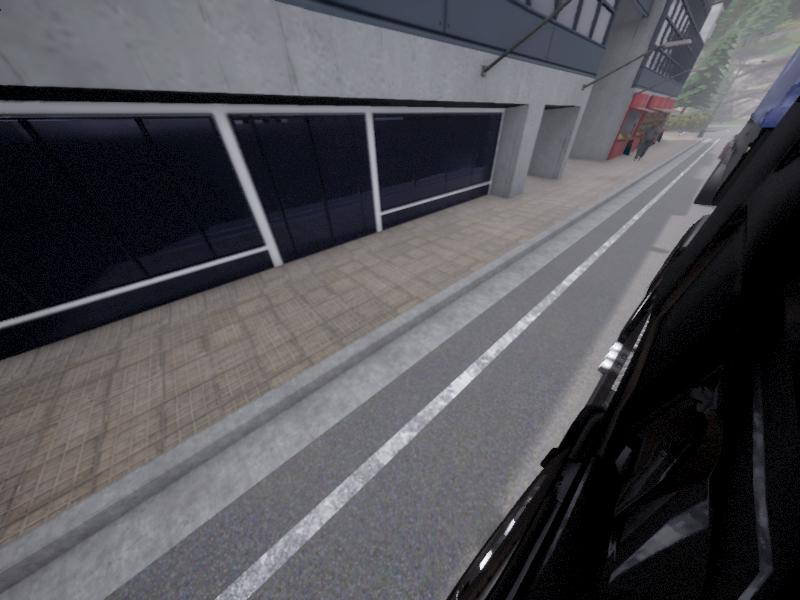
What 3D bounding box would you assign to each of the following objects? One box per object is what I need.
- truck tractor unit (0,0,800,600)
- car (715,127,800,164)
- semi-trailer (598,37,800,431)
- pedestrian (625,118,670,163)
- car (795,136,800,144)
[{"bbox_3d":[2.645,-0.295,0.351,6.516,4.208,3.053,-28,44,-30],"label":"truck tractor unit"},{"bbox_3d":[19.831,-8.747,12.948,4.181,1.385,1.994,-29,44,-31],"label":"car"},{"bbox_3d":[8.665,-3.628,4.261,14.254,4.402,2.717,-29,44,-30],"label":"semi-trailer"},{"bbox_3d":[12.918,-8.326,12.109,0.751,1.860,0.751,-25,42,-27],"label":"pedestrian"},{"bbox_3d":[32.020,-12.573,17.242,4.674,1.442,1.812,-28,44,-30],"label":"car"}]
